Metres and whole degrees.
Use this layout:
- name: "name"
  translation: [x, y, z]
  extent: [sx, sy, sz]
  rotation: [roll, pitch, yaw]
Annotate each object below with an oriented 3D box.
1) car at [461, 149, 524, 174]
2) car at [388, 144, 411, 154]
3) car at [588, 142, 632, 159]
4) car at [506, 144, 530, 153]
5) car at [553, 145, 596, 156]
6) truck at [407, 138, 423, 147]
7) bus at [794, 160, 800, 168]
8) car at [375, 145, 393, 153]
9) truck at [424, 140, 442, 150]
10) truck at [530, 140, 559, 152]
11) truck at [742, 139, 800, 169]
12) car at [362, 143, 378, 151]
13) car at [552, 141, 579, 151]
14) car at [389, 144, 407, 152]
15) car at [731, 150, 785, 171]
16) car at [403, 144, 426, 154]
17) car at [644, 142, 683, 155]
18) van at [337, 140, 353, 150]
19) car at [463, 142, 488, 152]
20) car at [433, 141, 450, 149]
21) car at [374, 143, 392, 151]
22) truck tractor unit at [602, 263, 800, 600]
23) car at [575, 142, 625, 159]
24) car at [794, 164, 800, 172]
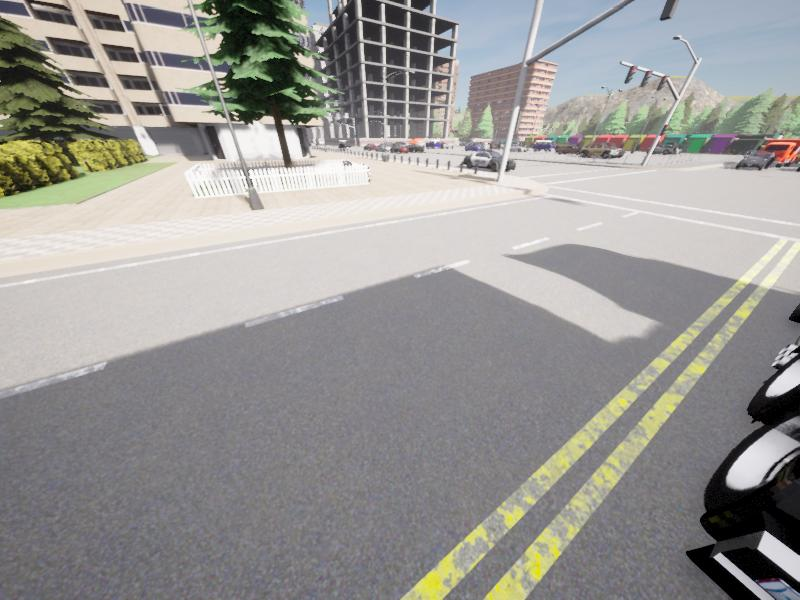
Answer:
- name: "car"
  translation: [8.069, -12.570, 20.773]
  extent: [2.038, 1.542, 4.974]
  rotation: [-18, 39, -24]
- name: "car"
  translation: [-0.166, -28.680, 43.887]
  extent: [2.163, 1.488, 4.792]
  rotation: [-18, 39, -24]
- name: "car"
  translation: [30.555, -21.882, 33.745]
  extent: [1.905, 1.878, 3.866]
  rotation: [-18, 39, -24]
- name: "car"
  translation: [24.185, -31.131, 47.397]
  extent: [1.970, 1.475, 3.806]
  rotation: [-18, 39, -24]
- name: "car"
  translation: [29.695, -25.658, 39.569]
  extent: [2.033, 1.415, 5.357]
  rotation: [-18, 39, -24]
- name: "truck"
  translation: [5.300, -56.596, 83.052]
  extent: [5.204, 2.467, 2.627]
  rotation: [-18, 39, -25]
- name: "bus"
  translation: [47.454, -16.260, 23.994]
  extent: [10.273, 4.253, 3.944]
  rotation: [-17, 38, -23]
- name: "car"
  translation: [-3.363, -31.765, 48.455]
  extent: [1.895, 1.301, 4.718]
  rotation: [-18, 39, -24]
- name: "truck"
  translation: [8.581, -40.494, 60.134]
  extent: [2.069, 2.038, 4.478]
  rotation: [-18, 39, -24]
- name: "truck"
  translation: [31.693, -33.871, 50.800]
  extent: [2.069, 2.038, 4.478]
  rotation: [-18, 39, -24]
- name: "truck"
  translation: [40.441, -15.732, 24.740]
  extent: [5.204, 2.467, 2.627]
  rotation: [-17, 39, -23]
- name: "car"
  translation: [-6.866, -35.281, 53.348]
  extent: [1.812, 1.442, 4.674]
  rotation: [-18, 39, -24]
- name: "car"
  translation: [38.786, -36.138, 54.276]
  extent: [1.932, 1.855, 4.605]
  rotation: [-18, 39, -24]
- name: "car"
  translation: [-0.487, -32.962, 50.066]
  extent: [1.812, 1.442, 4.674]
  rotation: [-18, 39, -25]
- name: "car"
  translation: [34.497, -13.482, 22.286]
  extent: [3.633, 1.501, 1.845]
  rotation: [-18, 39, -24]
- name: "car"
  translation: [2.768, -29.789, 45.453]
  extent: [1.882, 1.535, 5.008]
  rotation: [-18, 39, -25]
- name: "car"
  translation: [47.544, -27.433, 41.847]
  extent: [1.905, 1.878, 3.866]
  rotation: [-18, 39, -24]
- name: "van"
  translation: [-13.540, -38.144, 56.890]
  extent: [2.069, 2.038, 4.480]
  rotation: [-18, 39, -24]
- name: "car"
  translation: [16.099, -32.803, 49.610]
  extent: [2.242, 1.667, 4.611]
  rotation: [-18, 39, -24]
- name: "car"
  translation: [11.055, -41.267, 61.429]
  extent: [1.932, 1.855, 4.605]
  rotation: [-18, 39, -24]
- name: "car"
  translation: [-4.127, -36.546, 55.229]
  extent: [2.033, 1.411, 5.357]
  rotation: [-18, 39, -24]
- name: "truck tractor unit"
  translation: [5.105, -0.308, 0.781]
  extent: [6.516, 4.208, 3.053]
  rotation: [-19, 39, -24]
- name: "car"
  translation: [28.019, -21.095, 32.591]
  extent: [1.932, 1.855, 4.605]
  rotation: [-18, 39, -24]
- name: "car"
  translation: [38.740, -12.580, 20.942]
  extent: [5.027, 1.651, 2.152]
  rotation: [-18, 39, -24]
